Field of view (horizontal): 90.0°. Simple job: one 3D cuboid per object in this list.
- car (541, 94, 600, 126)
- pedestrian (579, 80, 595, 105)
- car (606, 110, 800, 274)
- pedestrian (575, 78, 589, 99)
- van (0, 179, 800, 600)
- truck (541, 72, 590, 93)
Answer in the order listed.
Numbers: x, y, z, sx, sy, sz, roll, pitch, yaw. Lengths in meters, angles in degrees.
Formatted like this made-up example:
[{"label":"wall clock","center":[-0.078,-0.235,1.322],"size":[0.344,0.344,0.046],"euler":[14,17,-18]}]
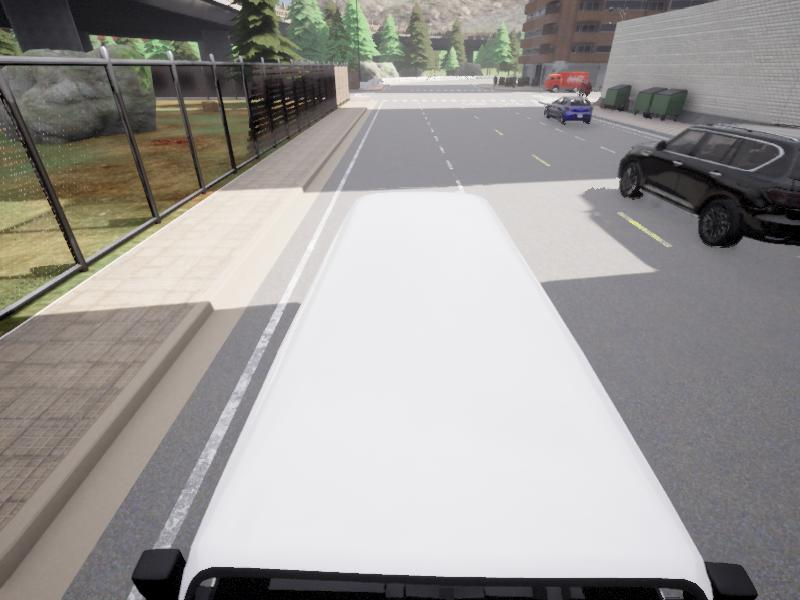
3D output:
[{"label":"car","center":[10.519,-11.965,25.057],"size":[1.816,1.474,4.193],"euler":[0,30,0]},{"label":"pedestrian","center":[15.997,-17.750,34.234],"size":[0.751,1.860,0.751],"euler":[9,31,14]},{"label":"car","center":[7.038,-2.719,8.648],"size":[2.150,2.045,5.566],"euler":[0,30,0]},{"label":"pedestrian","center":[18.608,-21.582,40.909],"size":[0.751,1.860,0.751],"euler":[-1,30,-1]},{"label":"van","center":[0.169,0.641,2.949],"size":[2.069,2.038,4.480],"euler":[1,29,1]},{"label":"truck","center":[22.269,-29.462,54.151],"size":[5.204,2.467,2.627],"euler":[0,30,0]}]
